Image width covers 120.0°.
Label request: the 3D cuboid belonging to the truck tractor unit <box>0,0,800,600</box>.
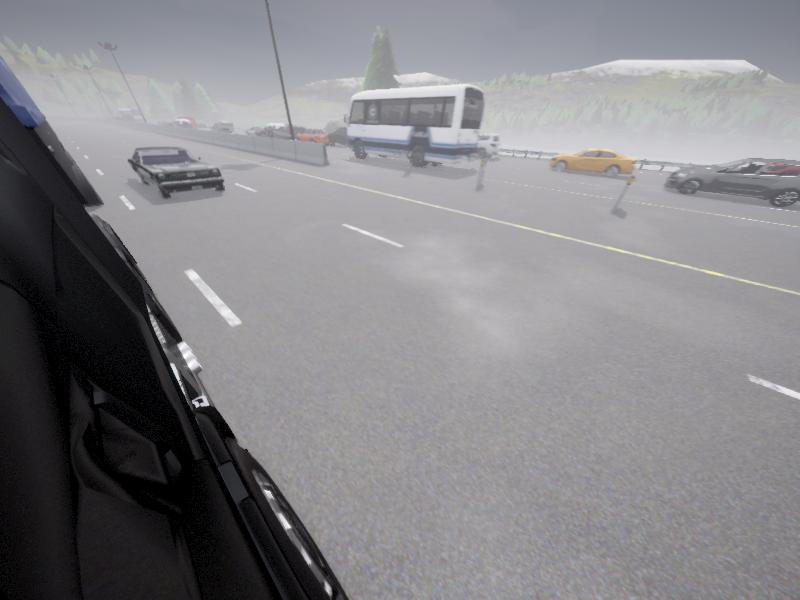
[{"bbox_3d":[-2.645,-0.295,0.352,6.516,4.208,3.053,28,44,30],"label":"truck tractor unit"}]

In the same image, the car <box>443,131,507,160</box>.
[{"bbox_3d":[7.488,-15.878,23.659,5.566,2.045,2.150,28,44,30],"label":"car"}]

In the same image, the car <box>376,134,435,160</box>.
[{"bbox_3d":[0.359,-14.022,21.103,5.027,1.651,2.152,28,43,30],"label":"car"}]

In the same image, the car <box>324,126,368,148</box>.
[{"bbox_3d":[-6.846,-20.748,29.348,5.566,2.045,2.150,28,44,30],"label":"car"}]

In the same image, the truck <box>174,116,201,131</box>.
[{"bbox_3d":[-48.400,-40.221,52.662,5.204,2.467,2.627,28,44,30],"label":"truck"}]

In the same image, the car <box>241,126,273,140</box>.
[{"bbox_3d":[-22.216,-25.956,35.853,4.974,1.542,2.038,28,43,30],"label":"car"}]

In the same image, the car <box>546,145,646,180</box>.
[{"bbox_3d":[13.490,-9.757,16.228,5.008,1.535,1.882,28,44,30],"label":"car"}]

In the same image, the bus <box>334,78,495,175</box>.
[{"bbox_3d":[0.423,-12.236,16.517,10.273,4.253,3.944,28,44,30],"label":"bus"}]

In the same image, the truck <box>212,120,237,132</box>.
[{"bbox_3d":[-43.052,-42.699,56.606,6.274,2.098,2.390,28,44,30],"label":"truck"}]

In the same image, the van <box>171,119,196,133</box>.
[{"bbox_3d":[-42.261,-34.059,45.123,4.480,2.038,2.069,28,44,30],"label":"van"}]

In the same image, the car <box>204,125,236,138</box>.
[{"bbox_3d":[-28.029,-26.295,35.990,4.902,1.511,2.128,28,44,30],"label":"car"}]

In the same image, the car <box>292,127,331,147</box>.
[{"bbox_3d":[-10.850,-20.035,28.366,4.553,1.767,2.097,28,44,30],"label":"car"}]

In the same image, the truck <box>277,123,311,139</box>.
[{"bbox_3d":[-18.689,-29.779,40.715,6.274,2.098,2.390,28,44,30],"label":"truck"}]

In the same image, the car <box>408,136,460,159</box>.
[{"bbox_3d":[3.262,-15.175,22.901,4.514,1.525,2.007,28,44,30],"label":"car"}]

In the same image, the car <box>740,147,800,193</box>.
[{"bbox_3d":[24.186,-7.028,12.769,5.566,2.045,2.150,28,44,30],"label":"car"}]

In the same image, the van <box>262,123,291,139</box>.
[{"bbox_3d":[-20.490,-27.979,38.245,4.480,2.038,2.069,28,44,30],"label":"van"}]

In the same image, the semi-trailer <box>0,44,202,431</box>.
[{"bbox_3d":[-8.709,-3.582,4.240,14.254,4.402,2.717,28,44,30],"label":"semi-trailer"}]

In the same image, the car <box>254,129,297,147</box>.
[{"bbox_3d":[-14.818,-19.243,27.409,5.357,1.411,2.033,28,44,30],"label":"car"}]

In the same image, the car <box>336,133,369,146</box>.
[{"bbox_3d":[-6.882,-23.192,33.247,4.718,1.301,1.895,28,44,30],"label":"car"}]

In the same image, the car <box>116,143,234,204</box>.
[{"bbox_3d":[-8.476,-4.911,8.652,4.718,1.301,1.895,28,44,30],"label":"car"}]

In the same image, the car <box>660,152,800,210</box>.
[{"bbox_3d":[15.987,-5.754,10.899,4.611,1.667,2.242,28,44,30],"label":"car"}]
